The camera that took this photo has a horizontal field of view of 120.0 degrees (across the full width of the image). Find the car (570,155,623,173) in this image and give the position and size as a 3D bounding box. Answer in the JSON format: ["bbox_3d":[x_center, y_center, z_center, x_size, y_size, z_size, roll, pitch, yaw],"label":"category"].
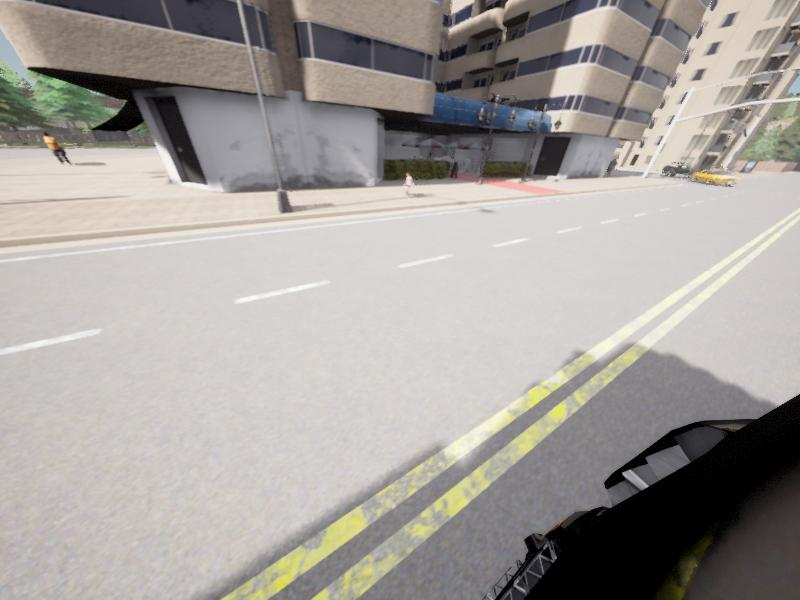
[{"bbox_3d":[30.258,-21.171,35.862,2.150,2.045,5.566,-17,38,-27],"label":"car"}]

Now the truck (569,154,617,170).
[{"bbox_3d":[36.586,-26.425,44.114,2.390,2.098,6.274,-16,38,-26],"label":"truck"}]

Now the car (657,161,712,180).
[{"bbox_3d":[37.955,-17.413,30.951,1.905,1.878,3.866,-16,38,-26],"label":"car"}]

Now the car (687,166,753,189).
[{"bbox_3d":[33.238,-12.995,24.294,1.801,1.575,5.366,17,36,21],"label":"car"}]

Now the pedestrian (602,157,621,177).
[{"bbox_3d":[23.423,-14.727,25.594,0.751,1.860,0.751,17,36,20],"label":"pedestrian"}]

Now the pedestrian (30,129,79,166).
[{"bbox_3d":[-21.456,-9.454,14.404,0.751,1.860,0.751,-14,37,-24],"label":"pedestrian"}]

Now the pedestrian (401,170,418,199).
[{"bbox_3d":[0.431,-5.176,10.360,0.500,1.100,0.500,-16,38,-25],"label":"pedestrian"}]
